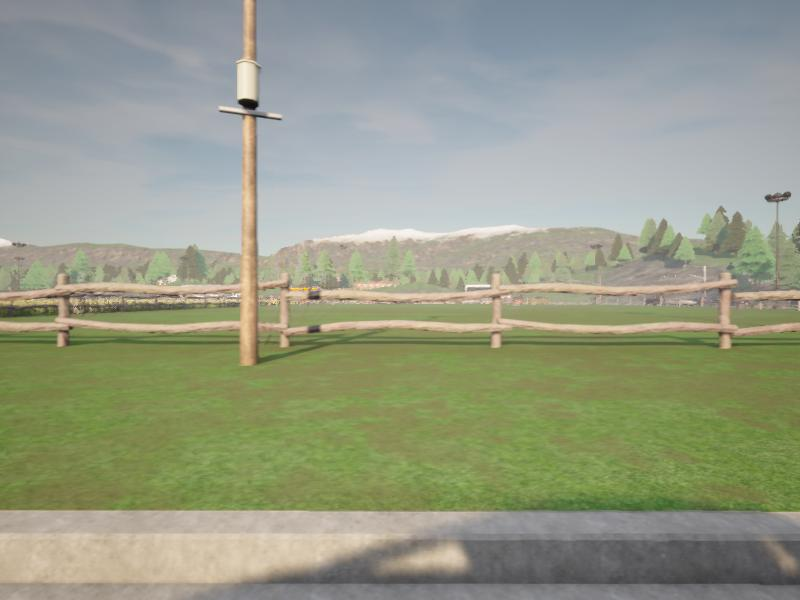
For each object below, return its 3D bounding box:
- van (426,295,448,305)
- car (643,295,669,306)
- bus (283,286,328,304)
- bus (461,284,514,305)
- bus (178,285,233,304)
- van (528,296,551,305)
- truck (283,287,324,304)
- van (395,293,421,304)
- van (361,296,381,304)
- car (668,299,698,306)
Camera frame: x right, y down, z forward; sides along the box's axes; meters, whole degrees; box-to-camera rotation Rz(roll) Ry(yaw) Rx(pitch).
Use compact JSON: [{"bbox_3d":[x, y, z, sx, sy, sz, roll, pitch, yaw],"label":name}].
[{"bbox_3d":[8.142,-0.024,88.509,4.480,2.038,2.069,1,0,0],"label":"van"},{"bbox_3d":[44.368,0.106,69.418,1.905,1.878,3.866,0,0,0],"label":"car"},{"bbox_3d":[-23.274,-1.171,98.980,10.273,4.253,3.944,0,0,0],"label":"bus"},{"bbox_3d":[18.536,-1.110,85.179,10.273,4.253,3.944,0,0,0],"label":"bus"},{"bbox_3d":[-42.807,-1.198,88.388,10.273,4.253,3.944,0,0,0],"label":"bus"},{"bbox_3d":[30.923,0.041,88.649,4.442,1.987,1.775,0,0,-1],"label":"van"},{"bbox_3d":[-21.292,-0.955,88.364,8.468,3.827,2.891,0,0,0],"label":"truck"},{"bbox_3d":[1.726,-0.298,91.974,5.915,2.561,1.988,0,0,0],"label":"van"},{"bbox_3d":[-6.585,-0.012,91.939,4.442,1.987,1.775,0,0,0],"label":"van"},{"bbox_3d":[47.883,0.408,67.824,1.895,1.301,4.718,0,0,0],"label":"car"}]
